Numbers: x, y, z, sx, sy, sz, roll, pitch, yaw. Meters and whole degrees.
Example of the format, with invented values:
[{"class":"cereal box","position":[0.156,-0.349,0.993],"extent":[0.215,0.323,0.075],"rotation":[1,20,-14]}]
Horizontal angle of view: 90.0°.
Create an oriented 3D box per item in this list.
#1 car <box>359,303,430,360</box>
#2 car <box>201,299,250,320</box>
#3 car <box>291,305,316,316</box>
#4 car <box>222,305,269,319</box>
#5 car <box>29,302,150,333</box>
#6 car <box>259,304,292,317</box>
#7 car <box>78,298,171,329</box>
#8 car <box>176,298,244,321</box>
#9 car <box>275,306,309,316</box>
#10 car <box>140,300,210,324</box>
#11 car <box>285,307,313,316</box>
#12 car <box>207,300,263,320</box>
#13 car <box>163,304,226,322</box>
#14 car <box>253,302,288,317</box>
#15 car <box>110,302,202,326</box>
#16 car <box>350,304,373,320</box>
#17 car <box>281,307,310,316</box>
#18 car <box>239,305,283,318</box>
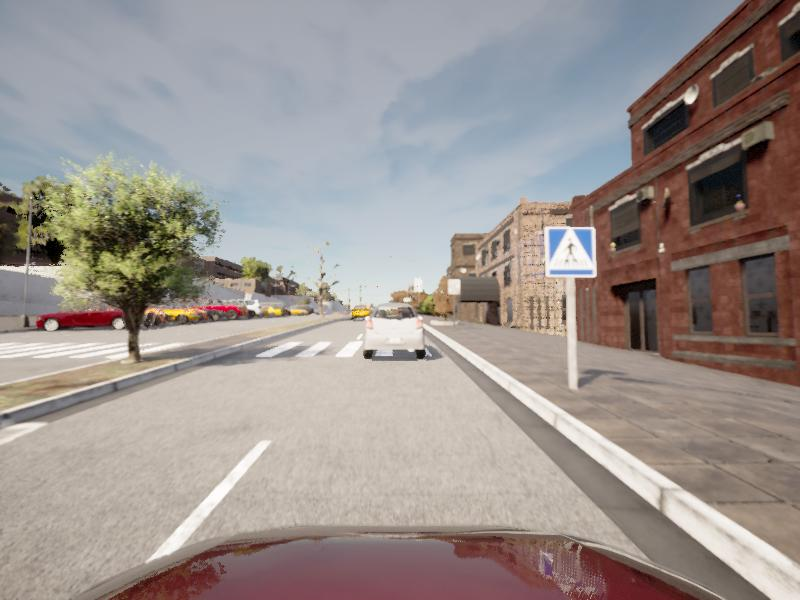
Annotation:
[{"class":"car","position":[-0.180,0.841,12.329],"extent":[1.845,1.501,3.633],"rotation":[0,0,-1]},{"class":"car","position":[-17.664,0.975,40.619],"extent":[4.442,1.987,1.878],"rotation":[0,-1,-21]},{"class":"car","position":[-18.451,1.931,76.337],"extent":[4.442,1.987,1.878],"rotation":[0,-2,-21]},{"class":"car","position":[-17.905,1.344,46.522],"extent":[5.008,1.535,2.097],"rotation":[0,-2,-21]},{"class":"car","position":[-17.368,0.917,22.720],"extent":[5.008,1.535,2.097],"rotation":[-1,0,-21]},{"class":"car","position":[-18.194,1.541,58.421],"extent":[4.553,1.767,2.185],"rotation":[0,-2,-21]},{"class":"car","position":[-17.474,0.824,25.687],"extent":[4.553,1.767,2.185],"rotation":[-1,-1,-21]},{"class":"car","position":[-17.681,0.887,37.616],"extent":[5.566,2.045,2.435],"rotation":[0,-1,-21]},{"class":"car","position":[-18.187,1.908,67.426],"extent":[5.366,1.575,1.946],"rotation":[0,-2,-21]},{"class":"car","position":[-17.603,0.907,31.637],"extent":[4.553,1.767,2.185],"rotation":[0,-1,-21]},{"class":"car","position":[-18.486,2.115,73.305],"extent":[4.674,1.452,2.002],"rotation":[0,-1,-21]},{"class":"car","position":[-17.862,1.017,43.538],"extent":[5.566,2.045,2.435],"rotation":[0,-1,-21]},{"class":"car","position":[-17.640,1.122,34.619],"extent":[4.674,1.452,2.002],"rotation":[0,-1,-21]},{"class":"car","position":[-17.993,1.359,55.502],"extent":[4.442,1.987,1.878],"rotation":[0,-2,-21]},{"class":"car","position":[-17.335,0.983,28.744],"extent":[5.366,1.575,1.946],"rotation":[-1,-1,-21]},{"class":"car","position":[-3.797,1.191,40.200],"extent":[1.882,1.535,5.008],"rotation":[0,-1,-1]},{"class":"car","position":[-18.427,2.034,70.333],"extent":[4.674,1.452,2.002],"rotation":[0,-2,-21]},{"class":"car","position":[-18.202,1.501,52.401],"extent":[5.366,1.575,1.946],"rotation":[0,-1,-21]}]
